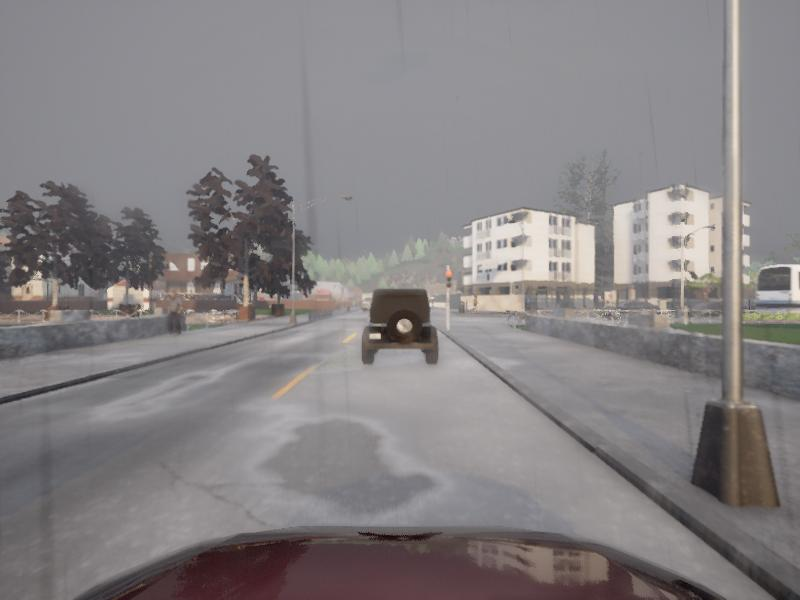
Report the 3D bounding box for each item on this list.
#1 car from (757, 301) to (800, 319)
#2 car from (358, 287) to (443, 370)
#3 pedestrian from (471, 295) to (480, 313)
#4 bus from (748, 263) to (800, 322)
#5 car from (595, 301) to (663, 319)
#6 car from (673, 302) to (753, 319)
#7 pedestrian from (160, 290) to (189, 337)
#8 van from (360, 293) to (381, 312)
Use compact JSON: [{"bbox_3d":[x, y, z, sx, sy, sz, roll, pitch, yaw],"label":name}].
[{"bbox_3d":[33.899,0.835,34.839,3.806,1.475,1.970,0,0,0],"label":"car"},{"bbox_3d":[0.002,0.640,10.901,1.905,1.878,3.866,0,0,0],"label":"car"},{"bbox_3d":[7.700,0.396,40.848,0.751,1.860,0.751,0,0,0],"label":"pedestrian"},{"bbox_3d":[33.755,-0.550,30.955,10.273,4.253,3.944,0,0,0],"label":"bus"},{"bbox_3d":[19.803,0.828,34.732,4.892,1.490,1.837,0,0,1],"label":"car"},{"bbox_3d":[27.162,0.877,34.840,5.357,1.411,2.033,0,0,0],"label":"car"},{"bbox_3d":[-9.019,0.525,15.993,0.751,1.860,0.751,0,0,-2],"label":"pedestrian"},{"bbox_3d":[-4.002,0.350,55.515,2.351,2.431,6.366,0,0,0],"label":"van"}]
